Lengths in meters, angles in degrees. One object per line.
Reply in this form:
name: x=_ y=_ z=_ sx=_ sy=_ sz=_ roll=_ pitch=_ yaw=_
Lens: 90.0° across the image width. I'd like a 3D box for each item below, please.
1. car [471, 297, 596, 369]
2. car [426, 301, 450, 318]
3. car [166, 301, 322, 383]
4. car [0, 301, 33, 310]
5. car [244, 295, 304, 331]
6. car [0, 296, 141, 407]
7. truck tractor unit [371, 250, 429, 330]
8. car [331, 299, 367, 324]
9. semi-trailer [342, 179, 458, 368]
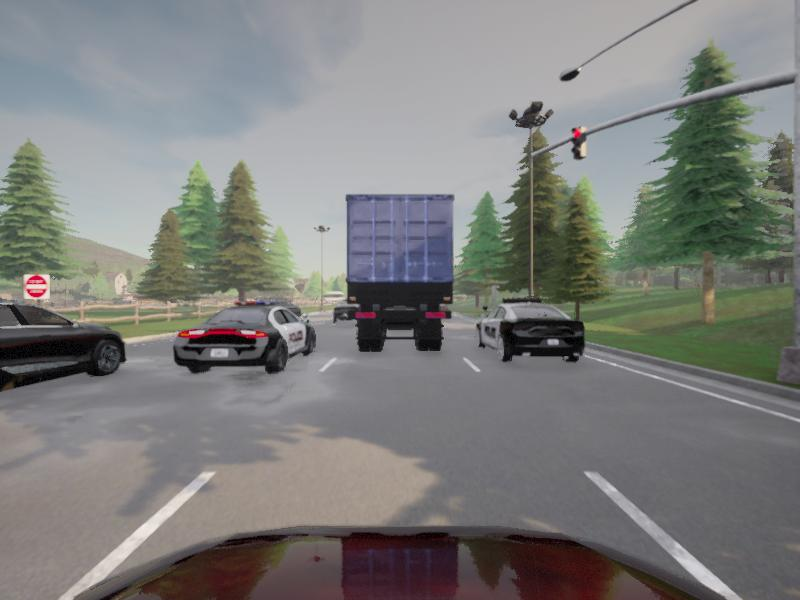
car: x=3.494 y=0.761 z=11.705 sx=1.930 sy=1.638 sz=5.238 roll=0 pitch=0 yaw=0
car: x=3.477 y=0.838 z=37.482 sx=1.812 sy=1.442 sz=4.674 roll=0 pitch=0 yaw=0
car: x=-3.507 y=0.819 z=10.224 sx=2.038 sy=1.542 sz=4.974 roll=0 pitch=0 yaw=0
car: x=-61.096 y=0.833 z=62.890 sx=2.033 sy=1.411 sz=5.357 roll=0 pitch=0 yaw=0
car: x=-7.014 y=0.635 z=22.788 sx=1.932 sy=1.855 sz=4.605 roll=0 pitch=1 yaw=0
car: x=-7.003 y=0.771 z=6.826 sx=2.033 sy=1.649 sz=4.856 roll=0 pitch=0 yaw=0
truck tractor unit: x=-0.006 y=-0.548 z=24.353 sx=3.053 sy=4.208 sz=6.516 roll=0 pitch=0 yaw=0
car: x=-3.517 y=0.746 z=28.672 sx=1.930 sy=1.638 sz=5.238 roll=0 pitch=0 yaw=0
semi-trailer: x=-0.006 y=-0.636 z=16.433 sx=2.717 sy=4.402 sz=14.254 roll=0 pitch=0 yaw=0
